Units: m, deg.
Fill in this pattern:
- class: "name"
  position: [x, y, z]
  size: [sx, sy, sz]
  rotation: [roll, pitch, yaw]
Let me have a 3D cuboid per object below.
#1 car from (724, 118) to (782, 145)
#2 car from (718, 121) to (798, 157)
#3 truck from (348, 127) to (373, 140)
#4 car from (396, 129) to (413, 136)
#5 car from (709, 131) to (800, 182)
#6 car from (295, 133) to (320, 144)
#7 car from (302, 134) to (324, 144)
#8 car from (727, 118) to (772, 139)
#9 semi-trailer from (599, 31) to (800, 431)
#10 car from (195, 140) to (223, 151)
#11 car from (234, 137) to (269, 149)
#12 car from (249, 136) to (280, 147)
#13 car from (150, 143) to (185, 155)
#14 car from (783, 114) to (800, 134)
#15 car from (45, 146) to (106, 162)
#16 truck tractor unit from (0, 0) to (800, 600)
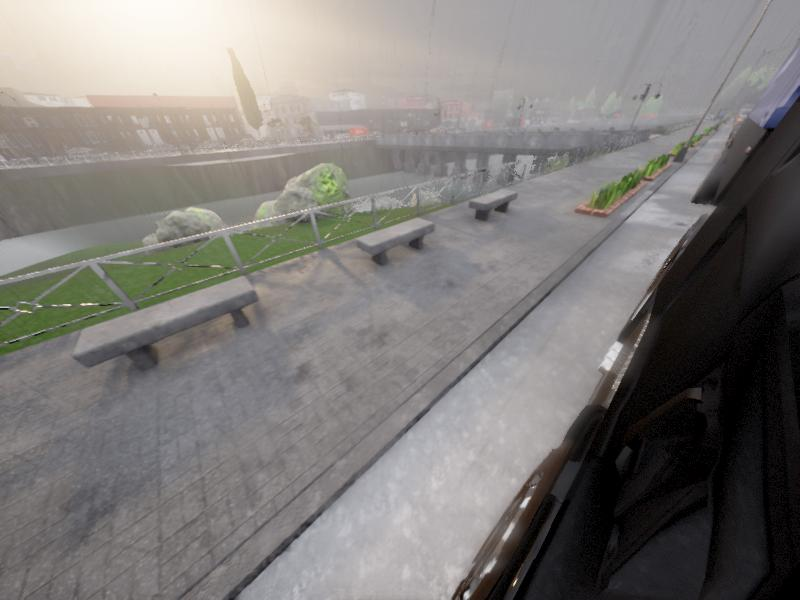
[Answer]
- class: "car"
  position: [28.912, -13.897, 19.018]
  size: [4.514, 1.525, 2.007]
  rotation: [-29, 44, -30]
- class: "car"
  position: [22.038, -10.065, 14.361]
  size: [4.514, 1.525, 2.007]
  rotation: [-29, 44, -30]
- class: "truck"
  position: [-9.882, -41.952, 58.096]
  size: [5.204, 2.467, 2.627]
  rotation: [-29, 44, -31]
- class: "car"
  position: [1.464, -51.092, 70.308]
  size: [5.008, 1.535, 1.882]
  rotation: [-29, 44, -31]
- class: "car"
  position: [15.395, -6.270, 9.895]
  size: [4.181, 1.385, 1.994]
  rotation: [-29, 44, -31]
- class: "car"
  position: [-21.743, -38.159, 54.506]
  size: [4.856, 1.649, 2.033]
  rotation: [-30, 45, -30]
- class: "car"
  position: [-19.500, -36.243, 51.836]
  size: [3.988, 1.617, 1.851]
  rotation: [-29, 44, -30]
- class: "car"
  position: [33.596, -16.563, 22.307]
  size: [4.193, 1.474, 1.816]
  rotation: [-30, 44, -31]
- class: "semi-trailer"
  position: [8.637, -3.652, 4.279]
  size: [14.254, 4.402, 2.717]
  rotation: [-29, 44, -30]
- class: "car"
  position: [-36.660, -29.747, 44.405]
  size: [3.806, 1.475, 1.970]
  rotation: [-29, 44, -30]
- class: "car"
  position: [-29.116, -30.893, 45.307]
  size: [5.238, 1.638, 1.930]
  rotation: [-28, 44, -31]
- class: "car"
  position: [-28.992, -34.110, 49.581]
  size: [5.238, 1.638, 1.930]
  rotation: [-30, 45, -30]
- class: "car"
  position: [-38.951, -25.345, 38.692]
  size: [3.806, 1.475, 1.970]
  rotation: [-29, 44, -30]
- class: "car"
  position: [43.385, -18.866, 24.650]
  size: [5.366, 1.575, 1.801]
  rotation: [-29, 44, -30]
- class: "car"
  position: [-49.684, -22.591, 35.583]
  size: [5.238, 1.638, 1.930]
  rotation: [-29, 44, -31]
- class: "truck tractor unit"
  position: [2.645, -0.295, 0.352]
  size: [6.516, 4.208, 3.053]
  rotation: [-28, 44, -30]
